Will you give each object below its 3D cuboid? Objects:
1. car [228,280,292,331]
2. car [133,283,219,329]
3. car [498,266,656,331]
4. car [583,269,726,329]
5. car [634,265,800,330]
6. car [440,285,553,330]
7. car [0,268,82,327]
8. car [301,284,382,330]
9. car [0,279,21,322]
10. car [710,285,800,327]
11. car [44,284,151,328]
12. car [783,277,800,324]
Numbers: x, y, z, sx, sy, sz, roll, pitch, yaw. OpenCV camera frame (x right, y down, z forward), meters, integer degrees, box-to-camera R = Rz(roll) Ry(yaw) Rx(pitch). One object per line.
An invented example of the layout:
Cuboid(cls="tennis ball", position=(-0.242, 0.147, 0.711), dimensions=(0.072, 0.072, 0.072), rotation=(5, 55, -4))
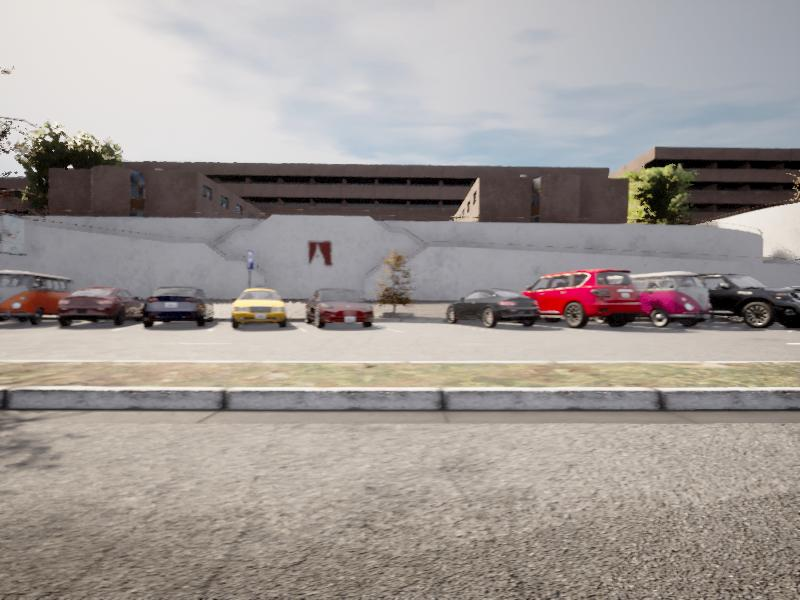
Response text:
Cuboid(cls="car", position=(-5.394, 0.216, 15.398), dimensions=(1.946, 1.575, 5.366), rotation=(1, -1, -20))
Cuboid(cls="car", position=(-8.463, 0.239, 15.598), dimensions=(2.163, 1.488, 4.792), rotation=(0, -1, -20))
Cuboid(cls="car", position=(6.461, -0.014, 15.593), dimensions=(2.435, 2.045, 5.566), rotation=(0, -1, -20))
Cuboid(cls="car", position=(9.505, 0.003, 15.457), dimensions=(1.878, 1.987, 4.442), rotation=(0, -1, -20))
Cuboid(cls="car", position=(12.458, -0.028, 15.539), dimensions=(2.435, 2.045, 5.566), rotation=(0, -1, -20))
Cuboid(cls="car", position=(3.491, 0.278, 15.562), dimensions=(2.002, 1.452, 4.674), rotation=(0, -1, -20))
Cuboid(cls="car", position=(-14.366, -0.063, 15.470), dimensions=(1.878, 1.987, 4.442), rotation=(1, -1, -20))
Cuboid(cls="car", position=(-2.467, 0.261, 15.541), dimensions=(2.163, 1.488, 4.792), rotation=(1, -1, -20))
Cuboid(cls="car", position=(-17.394, 0.007, 15.549), dimensions=(2.185, 1.767, 4.553), rotation=(1, -1, -20))
Cuboid(cls="car", position=(15.427, 0.218, 15.553), dimensions=(2.231, 1.521, 4.892), rotation=(0, -1, -20))
Cuboid(cls="car", position=(-11.436, 0.226, 15.568), dimensions=(2.002, 1.452, 4.674), rotation=(0, -1, -20))
Cuboid(cls="car", position=(18.366, -0.015, 15.669), dimensions=(1.878, 1.987, 4.442), rotation=(0, -1, -20))
